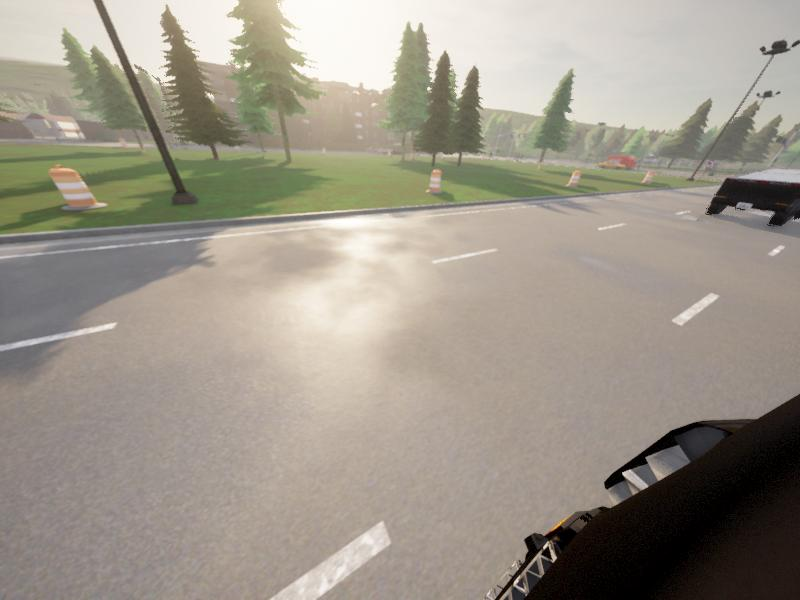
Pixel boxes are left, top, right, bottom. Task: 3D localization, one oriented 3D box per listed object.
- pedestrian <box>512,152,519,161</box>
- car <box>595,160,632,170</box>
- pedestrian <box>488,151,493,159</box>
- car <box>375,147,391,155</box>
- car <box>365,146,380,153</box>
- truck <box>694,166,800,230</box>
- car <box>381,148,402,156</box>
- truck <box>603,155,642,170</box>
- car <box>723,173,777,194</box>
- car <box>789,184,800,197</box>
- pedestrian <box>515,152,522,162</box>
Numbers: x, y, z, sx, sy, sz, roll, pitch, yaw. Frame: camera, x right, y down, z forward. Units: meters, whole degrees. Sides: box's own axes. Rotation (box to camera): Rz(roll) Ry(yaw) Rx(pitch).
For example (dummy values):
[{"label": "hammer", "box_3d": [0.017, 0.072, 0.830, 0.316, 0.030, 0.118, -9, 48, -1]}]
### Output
[{"label": "pedestrian", "box_3d": [28.812, -35.712, 57.593, 0.751, 1.860, 0.751, -12, 37, -22]}, {"label": "car", "box_3d": [45.746, -29.067, 49.697, 1.801, 1.575, 5.366, -14, 38, -24]}, {"label": "pedestrian", "box_3d": [24.841, -39.863, 63.451, 0.751, 1.860, 0.751, -10, 36, -19]}, {"label": "car", "box_3d": [-4.351, -37.973, 58.781, 3.633, 1.501, 1.845, -15, 38, -25]}, {"label": "car", "box_3d": [-7.663, -41.535, 63.816, 3.633, 1.501, 1.845, -15, 38, -25]}, {"label": "truck", "box_3d": [17.820, -5.000, 10.985, 6.274, 2.098, 2.390, -12, 36, -21]}, {"label": "car", "box_3d": [-2.182, -36.218, 56.582, 4.718, 1.301, 1.895, -15, 38, -25]}, {"label": "truck", "box_3d": [48.851, -30.253, 50.889, 2.627, 2.467, 5.204, -14, 38, -24]}, {"label": "car", "box_3d": [33.471, -11.188, 22.077, 4.193, 1.474, 1.816, -15, 38, -25]}, {"label": "car", "box_3d": [37.383, -9.988, 20.641, 4.674, 1.442, 1.812, -15, 38, -25]}, {"label": "pedestrian", "box_3d": [29.207, -35.133, 56.761, 0.751, 1.860, 0.751, -12, 37, -21]}]
